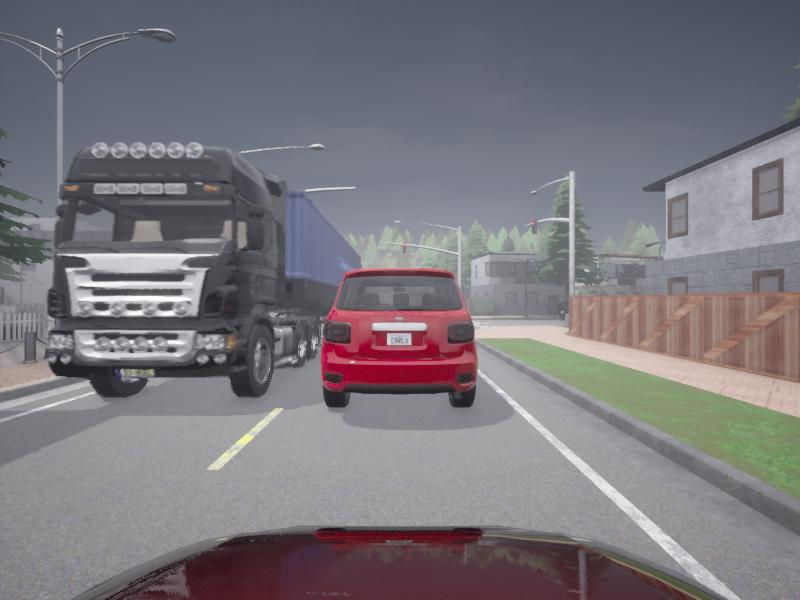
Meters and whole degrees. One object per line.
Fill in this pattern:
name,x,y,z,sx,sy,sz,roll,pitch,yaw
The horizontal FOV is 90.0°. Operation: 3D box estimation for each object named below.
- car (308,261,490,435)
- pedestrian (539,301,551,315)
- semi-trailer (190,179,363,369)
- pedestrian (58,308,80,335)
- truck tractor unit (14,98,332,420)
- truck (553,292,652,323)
car,-0.013,0.568,7.496,2.150,2.045,5.566,0,0,0
pedestrian,13.406,0.747,36.949,0.751,1.300,0.751,0,0,-5
semi-trailer,-3.528,-0.616,16.408,2.717,4.402,14.254,0,0,0
pedestrian,-13.846,0.875,16.746,0.500,1.100,0.500,0,0,-5
truck tractor unit,-3.510,-0.521,8.493,3.053,4.208,6.516,0,0,0
truck,14.789,0.523,29.358,6.274,2.098,2.390,0,0,-9
